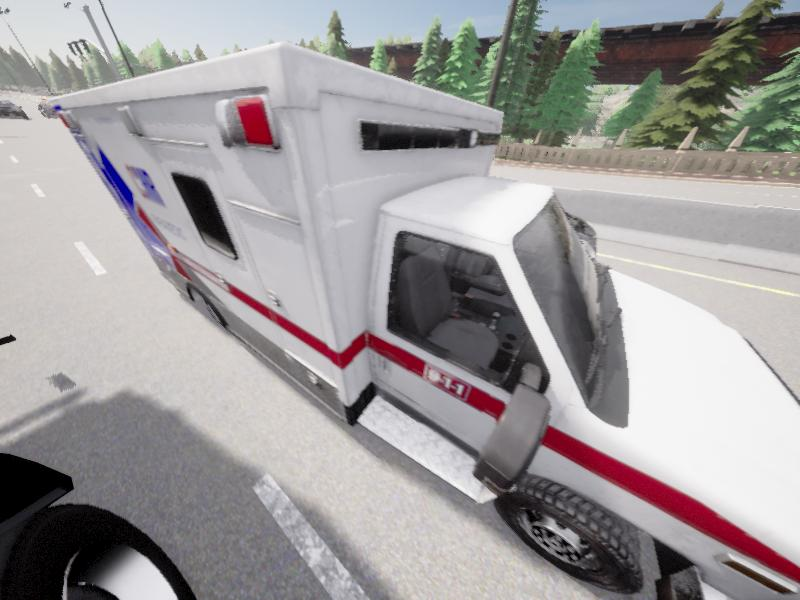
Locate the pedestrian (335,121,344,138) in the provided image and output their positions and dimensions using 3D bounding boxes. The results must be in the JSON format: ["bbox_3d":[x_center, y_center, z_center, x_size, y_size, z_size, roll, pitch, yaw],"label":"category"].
[{"bbox_3d":[-8.320,-23.426,31.763,0.751,1.860,0.751,27,43,25],"label":"pedestrian"}]

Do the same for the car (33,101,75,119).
[{"bbox_3d":[-41.547,-22.801,27.733,4.181,1.385,1.994,26,42,25],"label":"car"}]

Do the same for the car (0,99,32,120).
[{"bbox_3d":[-40.873,-19.835,23.984,5.357,1.411,2.033,26,43,25],"label":"car"}]

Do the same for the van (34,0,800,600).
[{"bbox_3d":[-0.552,-0.561,2.513,6.366,2.431,2.351,23,41,26],"label":"van"}]

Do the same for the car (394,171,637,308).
[{"bbox_3d":[1.991,-1.611,4.880,3.806,1.475,1.970,23,41,27],"label":"car"}]

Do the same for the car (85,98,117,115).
[{"bbox_3d":[-50.948,-33.015,39.323,4.605,1.855,1.932,26,42,24],"label":"car"}]
